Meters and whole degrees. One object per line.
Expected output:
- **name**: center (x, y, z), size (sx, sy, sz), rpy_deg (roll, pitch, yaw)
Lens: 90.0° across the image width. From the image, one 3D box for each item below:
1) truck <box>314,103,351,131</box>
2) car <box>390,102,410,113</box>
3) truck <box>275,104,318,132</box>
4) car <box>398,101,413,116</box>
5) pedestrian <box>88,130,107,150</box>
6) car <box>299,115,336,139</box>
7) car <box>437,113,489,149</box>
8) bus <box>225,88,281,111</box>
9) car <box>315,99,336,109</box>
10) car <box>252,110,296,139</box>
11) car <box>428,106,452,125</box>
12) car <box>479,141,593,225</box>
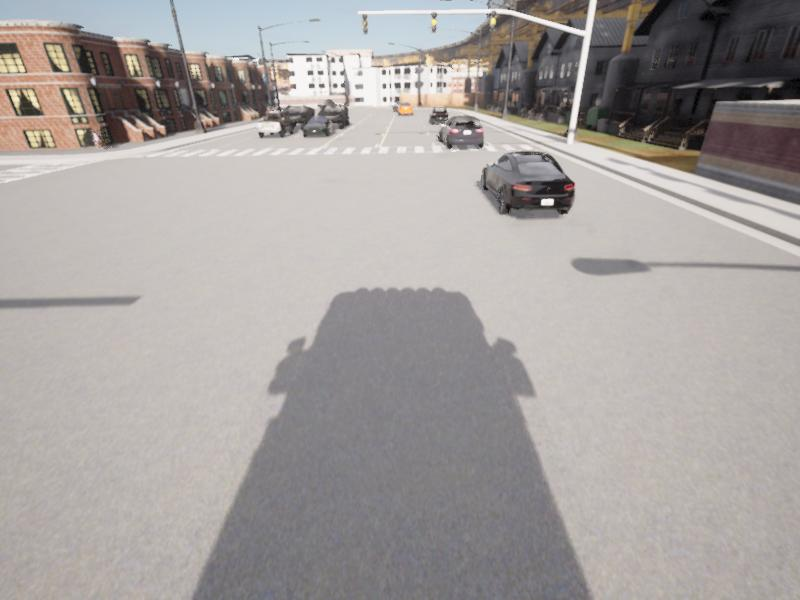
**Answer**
- **truck**: center (-6.416, -17.852, 38.865), size (2.390, 2.098, 6.274), rpy_deg (-1, 27, 1)
- **car**: center (-0.009, -32.021, 66.444), size (1.882, 1.535, 5.008), rpy_deg (-9, 28, -14)
- **truck**: center (-9.913, -17.896, 39.097), size (2.390, 2.098, 6.274), rpy_deg (-1, 27, 1)
- **car**: center (0.766, -27.959, 58.324), size (2.097, 1.767, 4.553), rpy_deg (-2, 27, -1)
- **pedestrian**: center (-18.762, -9.905, 24.816), size (0.500, 1.100, 0.500), rpy_deg (14, 31, 27)
- **car**: center (-6.517, -13.973, 32.203), size (1.994, 1.385, 4.181), rpy_deg (-1, 27, 1)
- **car**: center (3.747, -10.569, 24.899), size (2.242, 1.667, 4.611), rpy_deg (-2, 27, -3)
- **bus**: center (-32.305, -44.118, 88.108), size (10.273, 4.253, 3.944), rpy_deg (0, 28, 3)
- **car**: center (-16.524, -43.447, 88.744), size (3.866, 1.878, 1.905), rpy_deg (11, 30, 22)
- **car**: center (-10.019, -14.254, 32.337), size (1.932, 1.855, 4.605), rpy_deg (-1, 27, 1)
- **car**: center (4.145, -19.697, 42.608), size (2.128, 1.511, 4.902), rpy_deg (-1, 28, 1)
- **car**: center (3.659, -3.622, 11.794), size (1.812, 1.442, 4.674), rpy_deg (-1, 28, 1)
